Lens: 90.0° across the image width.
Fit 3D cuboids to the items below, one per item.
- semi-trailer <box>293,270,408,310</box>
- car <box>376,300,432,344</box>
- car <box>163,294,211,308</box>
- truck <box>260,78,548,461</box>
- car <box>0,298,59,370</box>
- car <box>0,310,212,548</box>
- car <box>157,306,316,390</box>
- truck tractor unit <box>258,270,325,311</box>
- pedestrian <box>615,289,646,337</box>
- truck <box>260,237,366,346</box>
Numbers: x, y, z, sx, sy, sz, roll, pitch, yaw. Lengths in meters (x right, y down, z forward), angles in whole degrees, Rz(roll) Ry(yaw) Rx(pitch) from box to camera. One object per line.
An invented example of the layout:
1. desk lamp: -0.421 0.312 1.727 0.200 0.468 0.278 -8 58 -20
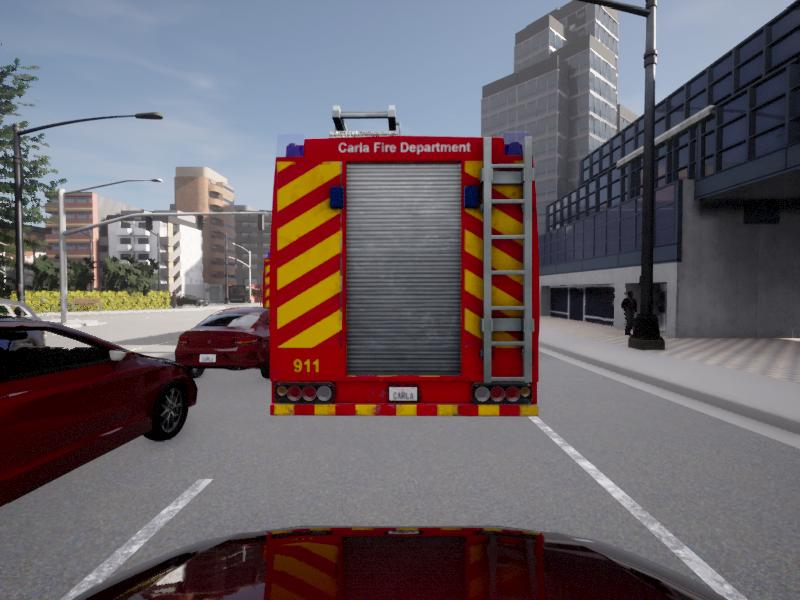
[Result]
1. semi-trailer: -5.656 -1.261 49.242 14.254 4.402 2.717 -1 1 -33
2. car: 0.180 0.817 17.201 2.038 1.542 4.974 0 1 1
3. car: -27.246 0.090 51.336 5.027 1.651 2.152 0 1 1
4. truck: 0.092 -0.302 8.253 2.891 3.827 8.468 0 0 1
5. car: -10.408 0.777 8.580 2.242 1.667 4.611 0 0 1
6. car: -3.468 0.860 3.307 1.816 1.474 4.193 0 0 1
7. car: -3.435 0.891 9.530 1.812 1.442 4.674 0 0 1
8. truck tractor unit: -11.978 -1.042 44.555 3.053 4.208 6.516 2 2 43
9. pedestrian: 9.111 0.498 15.842 0.751 1.860 0.751 0 1 0
10. truck: -3.409 -0.337 18.226 2.891 3.827 8.468 0 0 1
